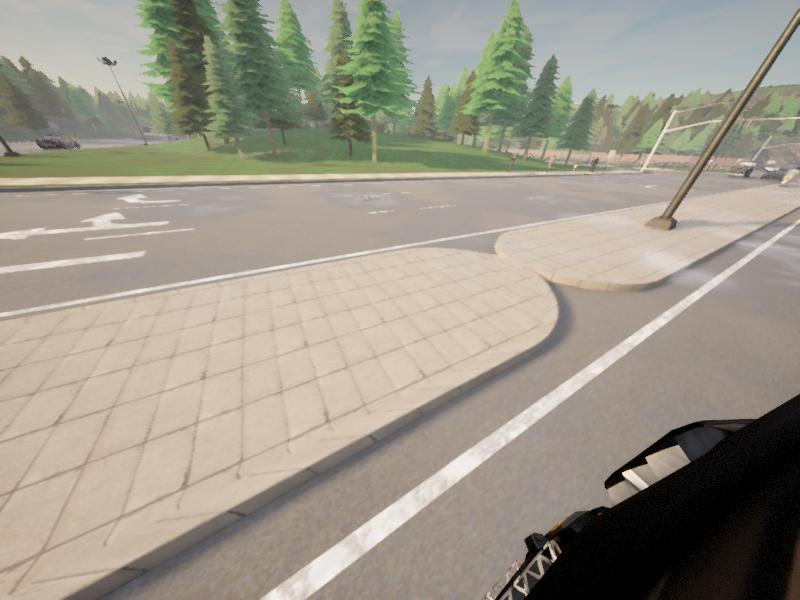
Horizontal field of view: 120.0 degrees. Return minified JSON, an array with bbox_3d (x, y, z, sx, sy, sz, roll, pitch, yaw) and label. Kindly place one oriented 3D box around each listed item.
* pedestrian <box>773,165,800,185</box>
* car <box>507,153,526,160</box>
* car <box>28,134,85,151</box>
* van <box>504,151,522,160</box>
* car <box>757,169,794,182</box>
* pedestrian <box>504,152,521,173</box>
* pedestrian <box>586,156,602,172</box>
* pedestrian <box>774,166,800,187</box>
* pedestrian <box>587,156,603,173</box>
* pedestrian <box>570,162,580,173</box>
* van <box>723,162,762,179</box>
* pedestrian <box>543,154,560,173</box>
[{"bbox_3d":[43.372,-13.990,25.887,0.751,1.860,0.751,-16,38,-26],"label":"pedestrian"},{"bbox_3d":[36.300,-45.029,72.253,2.038,1.542,4.974,-15,38,-25],"label":"car"},{"bbox_3d":[-43.114,-19.942,29.206,2.038,1.542,4.974,-15,38,-25],"label":"car"},{"bbox_3d":[34.008,-43.557,69.535,1.775,1.987,4.442,-15,38,-25],"label":"van"},{"bbox_3d":[55.283,-18.352,33.985,4.181,1.385,1.994,-15,38,-24],"label":"car"},{"bbox_3d":[11.678,-14.269,24.020,0.751,1.860,0.751,-14,37,-24],"label":"pedestrian"},{"bbox_3d":[25.864,-18.154,30.829,0.751,1.860,0.751,-16,38,-25],"label":"pedestrian"},{"bbox_3d":[39.556,-12.540,23.451,0.751,1.860,0.751,-10,36,-19],"label":"pedestrian"},{"bbox_3d":[25.104,-17.430,29.695,0.751,1.860,0.751,-25,43,-35],"label":"pedestrian"},{"bbox_3d":[21.547,-16.322,28.471,0.500,1.100,0.500,-17,39,-27],"label":"pedestrian"},{"bbox_3d":[54.201,-20.540,36.594,4.480,2.038,2.069,-15,38,-24],"label":"van"},{"bbox_3d":[17.536,-15.795,26.715,0.751,1.860,0.751,-16,38,-25],"label":"pedestrian"}]
